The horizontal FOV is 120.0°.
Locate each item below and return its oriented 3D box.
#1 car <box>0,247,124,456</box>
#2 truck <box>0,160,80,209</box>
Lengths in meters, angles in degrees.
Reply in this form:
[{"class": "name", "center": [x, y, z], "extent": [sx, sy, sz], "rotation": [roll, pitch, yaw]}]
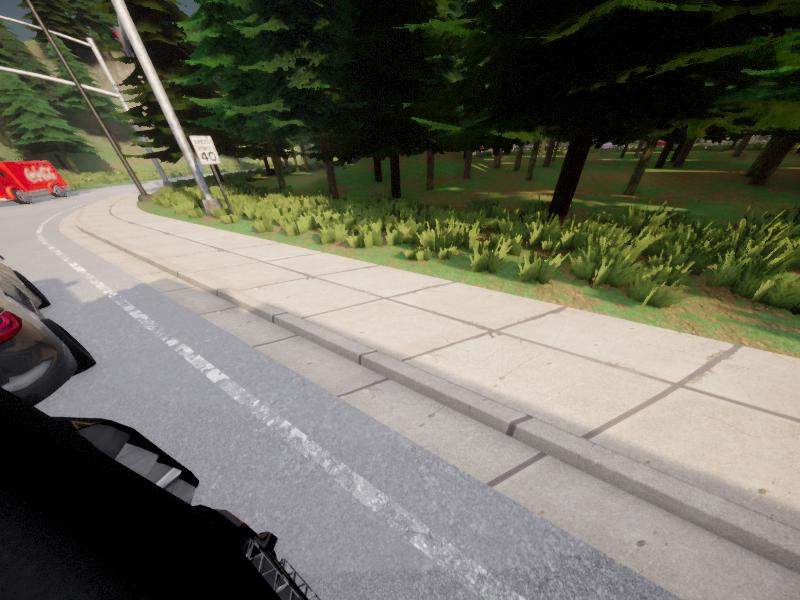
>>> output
[{"class": "car", "center": [-5.790, 0.289, 2.440], "extent": [4.611, 1.667, 2.242], "rotation": [16, 38, 26]}, {"class": "truck", "center": [-26.138, -7.846, 15.518], "extent": [2.627, 2.467, 5.204], "rotation": [-14, 35, -16]}]
